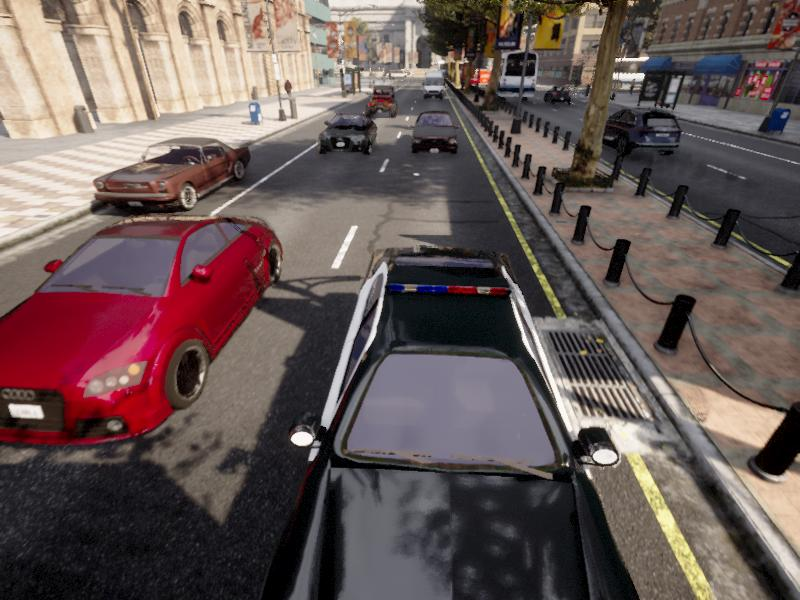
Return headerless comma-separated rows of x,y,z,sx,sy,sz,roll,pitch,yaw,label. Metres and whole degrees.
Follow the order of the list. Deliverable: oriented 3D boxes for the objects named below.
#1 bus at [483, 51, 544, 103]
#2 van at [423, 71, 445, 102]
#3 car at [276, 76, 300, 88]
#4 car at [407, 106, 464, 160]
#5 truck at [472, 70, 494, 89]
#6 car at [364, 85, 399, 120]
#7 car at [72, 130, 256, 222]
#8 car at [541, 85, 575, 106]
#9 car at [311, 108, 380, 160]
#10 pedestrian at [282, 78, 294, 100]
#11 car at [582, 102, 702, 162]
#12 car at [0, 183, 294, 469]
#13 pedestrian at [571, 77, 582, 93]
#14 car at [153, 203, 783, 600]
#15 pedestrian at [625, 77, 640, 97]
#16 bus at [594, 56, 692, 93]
11.457,-23.400,41.881,3.944,4.253,10.273,2,30,3,bus
3.504,-22.314,41.678,1.988,2.561,5.915,2,30,3,van
-17.625,-34.489,63.261,2.161,1.482,4.786,2,30,3,car
1.475,-7.276,17.080,2.033,1.411,5.357,2,30,3,car
13.427,-35.891,65.041,2.627,2.467,5.204,2,30,3,truck
-1.195,-13.506,27.230,1.905,1.878,3.866,2,30,3,car
-5.809,-3.532,10.726,1.895,1.301,4.718,2,30,3,car
14.657,-19.140,37.308,1.845,1.501,3.633,2,31,3,car
-2.077,-6.958,16.541,1.994,1.385,4.181,2,30,3,car
-10.838,-20.513,38.849,0.751,1.860,0.751,0,30,0,pedestrian
9.623,-7.065,16.526,2.033,1.649,4.856,1,30,2,car
-3.016,-0.214,5.003,1.994,1.385,4.181,2,30,3,car
23.401,-28.578,53.118,0.751,1.860,0.751,0,30,-1,pedestrian
0.351,0.721,3.265,2.038,1.542,4.974,2,30,3,car
25.579,-23.443,44.043,0.751,1.860,0.751,-13,33,-22,pedestrian
33.555,-31.530,55.898,10.273,4.253,3.944,2,30,3,bus
